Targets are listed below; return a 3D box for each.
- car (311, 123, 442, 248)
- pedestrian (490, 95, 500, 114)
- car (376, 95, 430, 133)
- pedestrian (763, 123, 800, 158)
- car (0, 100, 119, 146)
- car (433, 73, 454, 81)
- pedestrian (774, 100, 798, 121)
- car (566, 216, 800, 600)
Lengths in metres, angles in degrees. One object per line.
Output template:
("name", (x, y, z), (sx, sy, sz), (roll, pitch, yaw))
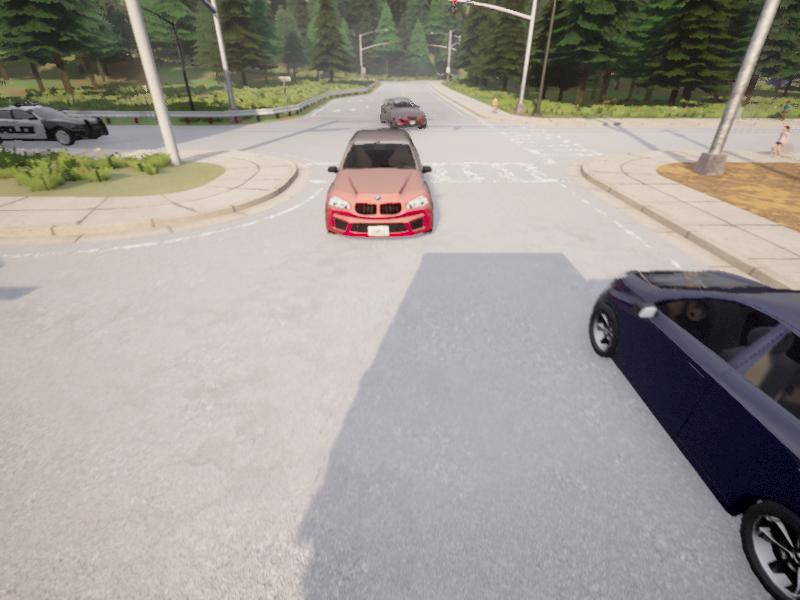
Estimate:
("car", (-0.445, -2.895, 9.253), (2.242, 1.667, 4.611), (0, 30, -1))
("pedestrian", (6.441, -13.207, 27.067), (0.500, 1.100, 0.500), (8, 31, 13))
("car", (0.070, -10.559, 22.535), (1.816, 1.474, 4.193), (-9, 32, -14))
("pedestrian", (13.768, -5.726, 14.401), (0.500, 1.100, 0.500), (-1, 30, -2))
("car", (-15.966, -7.853, 17.722), (5.238, 1.638, 1.930), (0, 30, 0))
("car", (10.017, -51.128, 91.709), (4.674, 1.442, 1.812), (-20, 36, -31))
("pedestrian", (23.258, -11.399, 24.107), (0.500, 1.100, 0.500), (-1, 30, -2))
("car", (3.194, 0.589, 3.460), (1.845, 1.501, 3.633), (0, 30, -1))
